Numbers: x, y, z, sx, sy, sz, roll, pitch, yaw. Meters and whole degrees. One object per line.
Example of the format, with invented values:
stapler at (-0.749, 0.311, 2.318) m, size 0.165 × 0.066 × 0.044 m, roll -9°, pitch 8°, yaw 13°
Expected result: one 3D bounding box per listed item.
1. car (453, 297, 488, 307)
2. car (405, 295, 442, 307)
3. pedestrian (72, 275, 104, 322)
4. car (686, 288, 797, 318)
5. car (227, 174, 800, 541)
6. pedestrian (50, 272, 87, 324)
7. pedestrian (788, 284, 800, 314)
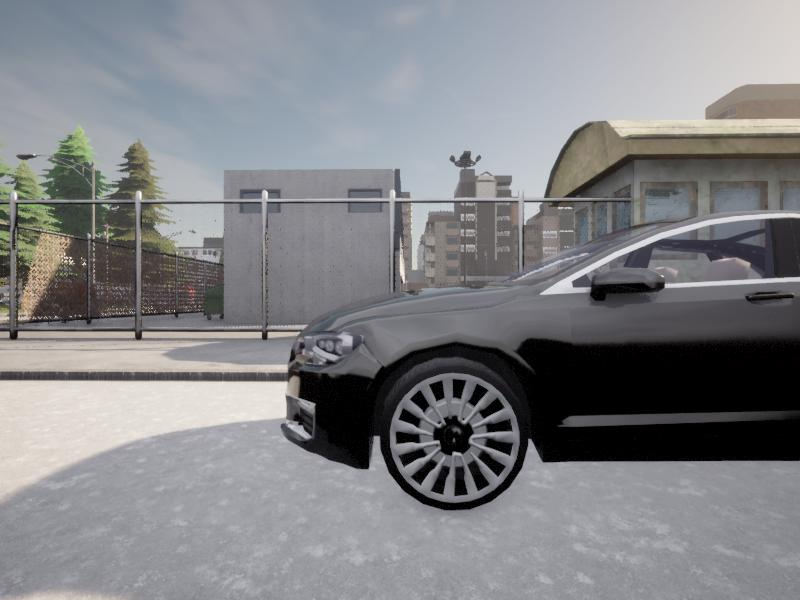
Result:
car at (9.808, 0.270, 56.091) m, size 4.674 × 1.442 × 1.812 m, roll 0°, pitch 0°, yaw 1°
car at (3.273, 0.171, 56.275) m, size 5.238 × 1.638 × 1.930 m, roll 0°, pitch 0°, yaw 2°
pedestrian at (-12.666, -0.075, 16.259) m, size 0.751 × 1.860 × 0.751 m, roll 0°, pitch 0°, yaw -7°
car at (17.629, 0.159, 20.794) m, size 4.193 × 1.474 × 1.816 m, roll 0°, pitch 0°, yaw 1°
car at (1.742, 0.236, 2.706) m, size 4.902 × 1.511 × 2.128 m, roll 0°, pitch 0°, yaw 1°
pedestrian at (-12.186, -0.075, 14.720) m, size 0.751 × 1.860 × 0.751 m, roll 0°, pitch 0°, yaw 0°
pedestrian at (24.794, -0.067, 24.826) m, size 0.751 × 1.860 × 0.751 m, roll 0°, pitch 0°, yaw 15°
